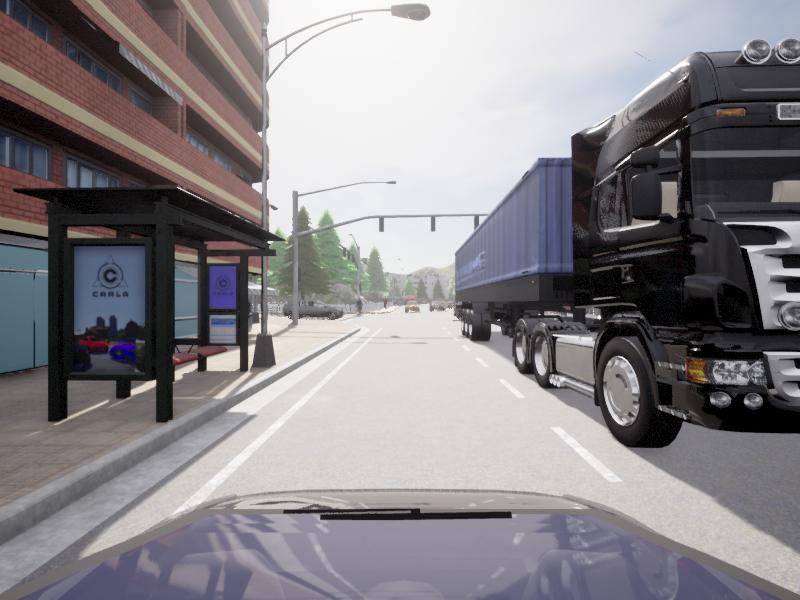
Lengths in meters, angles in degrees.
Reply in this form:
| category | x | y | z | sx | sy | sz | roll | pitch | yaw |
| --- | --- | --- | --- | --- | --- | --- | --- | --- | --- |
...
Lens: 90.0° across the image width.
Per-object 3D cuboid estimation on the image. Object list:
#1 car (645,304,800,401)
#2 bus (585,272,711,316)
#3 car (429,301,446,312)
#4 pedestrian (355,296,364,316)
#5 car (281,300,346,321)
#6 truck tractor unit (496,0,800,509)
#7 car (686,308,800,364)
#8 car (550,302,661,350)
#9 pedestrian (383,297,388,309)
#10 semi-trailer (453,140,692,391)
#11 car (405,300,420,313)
| category | x | y | z | sx | sy | sz | roll | pitch | yaw |
| --- | --- | --- | --- | --- | --- | --- | --- | --- | --- |
| car | 7.280 | 0.845 | 8.035 | 1.837 | 1.490 | 4.892 | 0 | 0 | 2 |
| bus | 24.878 | -0.589 | 40.654 | 10.273 | 4.253 | 3.944 | 0 | 0 | 1 |
| car | 5.242 | 0.851 | 56.793 | 2.163 | 1.488 | 4.792 | 0 | 0 | 2 |
| pedestrian | -3.852 | 0.591 | 38.325 | 0.751 | 1.860 | 0.751 | 0 | 0 | 5 |
| car | -6.511 | 0.773 | 30.481 | 4.514 | 1.525 | 2.007 | 0 | 0 | -2 |
| truck tractor unit | 3.726 | -0.516 | 6.257 | 3.053 | 4.208 | 6.516 | 0 | 0 | 2 |
| car | 10.890 | 0.944 | 11.627 | 1.895 | 1.301 | 4.718 | 0 | 0 | 2 |
| car | 7.494 | 0.845 | 15.241 | 1.837 | 1.490 | 4.892 | 0 | 0 | 2 |
| pedestrian | -2.304 | 0.485 | 63.652 | 0.751 | 1.860 | 0.751 | 0 | 0 | 2 |
| semi-trailer | 3.960 | -0.618 | 14.165 | 2.717 | 4.402 | 14.254 | 0 | 0 | 2 |
| car | 1.651 | 0.801 | 52.279 | 1.801 | 1.575 | 5.366 | 0 | 0 | 3 |
